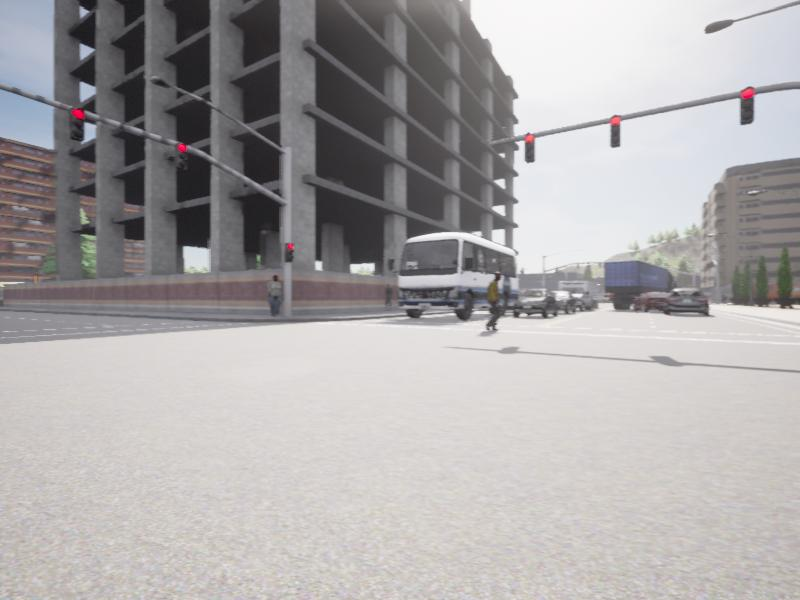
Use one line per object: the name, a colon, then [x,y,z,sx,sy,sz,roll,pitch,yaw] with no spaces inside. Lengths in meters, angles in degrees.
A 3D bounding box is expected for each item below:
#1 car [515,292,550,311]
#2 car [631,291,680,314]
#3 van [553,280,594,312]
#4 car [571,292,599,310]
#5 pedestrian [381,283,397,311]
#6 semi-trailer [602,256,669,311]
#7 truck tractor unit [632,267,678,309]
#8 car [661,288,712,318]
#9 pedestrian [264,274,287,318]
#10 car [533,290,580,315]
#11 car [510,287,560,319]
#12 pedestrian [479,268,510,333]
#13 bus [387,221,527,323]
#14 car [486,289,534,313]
car: [11.981,0.097,35.899,1.801,1.575,5.366,0,0,32]
car: [18.599,0.136,29.400,1.882,1.535,5.008,0,0,19]
van: [14.685,-0.318,33.613,2.351,2.431,6.366,0,0,31]
car: [18.544,0.058,39.915,1.930,1.638,5.238,0,0,31]
pedestrian: [-0.756,-0.198,26.914,0.751,1.860,0.751,0,0,33]
semi-trailer: [22.714,-1.323,37.927,2.717,4.402,14.254,0,0,42]
truck tractor unit: [28.006,-1.236,43.810,3.053,4.208,6.516,0,1,43]
car: [17.611,0.098,24.777,2.242,1.667,4.611,1,1,32]
pedestrian: [-5.396,-0.172,17.334,0.751,1.860,0.751,0,0,-38]
car: [10.716,0.157,27.129,2.128,1.511,4.902,0,0,32]
car: [7.359,0.150,21.648,1.789,1.549,3.705,0,0,32]
pedestrian: [2.831,0.000,11.965,0.751,1.860,0.751,0,0,29]
bus: [3.758,-1.202,22.234,3.944,4.253,10.273,0,0,31]
car: [8.283,0.068,29.861,2.242,1.667,4.611,0,0,31]
